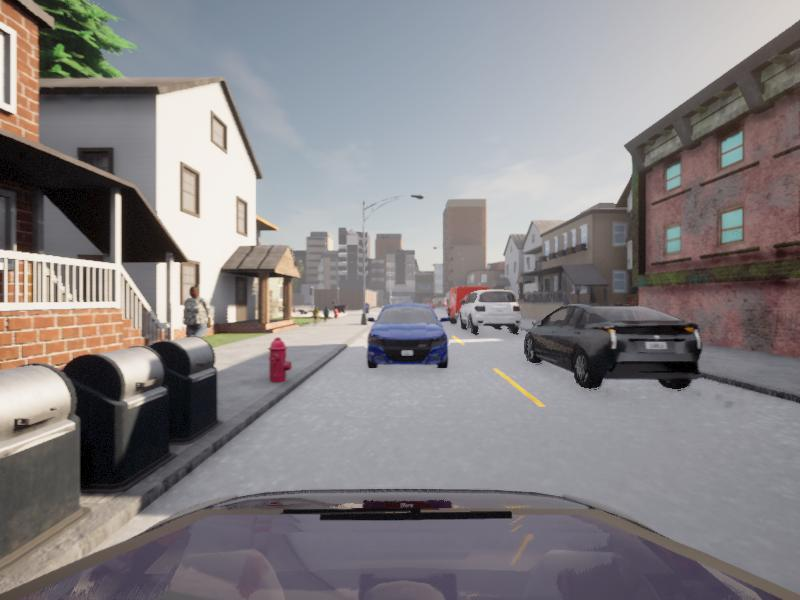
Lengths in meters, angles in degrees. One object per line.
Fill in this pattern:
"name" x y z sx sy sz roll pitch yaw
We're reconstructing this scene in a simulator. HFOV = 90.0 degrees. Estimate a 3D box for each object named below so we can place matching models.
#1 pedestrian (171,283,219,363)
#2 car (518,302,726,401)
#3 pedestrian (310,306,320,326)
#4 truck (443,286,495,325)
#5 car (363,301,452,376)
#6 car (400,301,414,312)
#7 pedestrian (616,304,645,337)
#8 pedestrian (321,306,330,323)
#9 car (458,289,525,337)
"pedestrian" -4.961 0.534 9.715 0.751 1.860 0.751 0 0 7
"car" 4.158 0.829 8.572 2.007 1.525 4.514 0 0 1
"pedestrian" -4.848 0.915 22.846 0.500 1.100 0.500 0 0 1
"truck" 4.585 0.357 27.591 2.627 2.467 5.204 0 0 -1
"car" 0.204 0.824 10.986 1.882 1.535 5.008 0 1 1
"car" 0.947 0.849 54.892 1.837 1.490 4.892 0 0 1
"pedestrian" 9.418 0.814 16.361 0.751 1.300 0.751 0 0 1
"pedestrian" -4.791 0.915 25.831 0.500 1.100 0.500 0 0 2
"car" 4.367 0.568 20.062 2.150 2.045 5.566 0 0 1
